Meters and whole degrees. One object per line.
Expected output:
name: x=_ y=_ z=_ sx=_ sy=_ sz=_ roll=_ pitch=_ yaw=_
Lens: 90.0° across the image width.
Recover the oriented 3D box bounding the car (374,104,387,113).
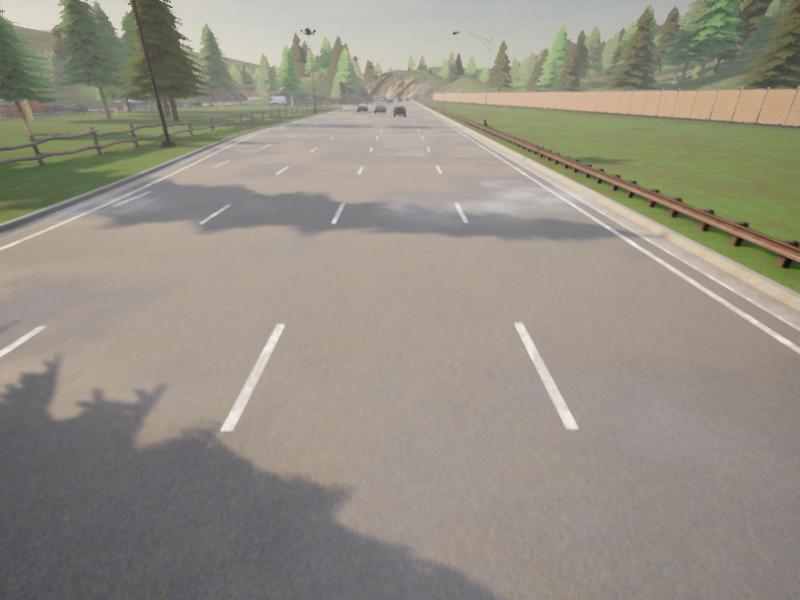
car: x=-3.525 y=-34.878 z=72.761 sx=1.994 sy=1.385 sz=4.181 roll=0 pitch=27 yaw=0

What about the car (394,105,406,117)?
car: x=-0.026 y=-29.185 z=61.572 sx=1.837 sy=1.490 sz=4.892 roll=0 pitch=27 yaw=0

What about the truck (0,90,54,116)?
truck: x=-64.544 y=-33.645 z=68.261 sx=2.891 sy=3.827 sz=8.468 roll=0 pitch=27 yaw=0

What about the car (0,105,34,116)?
car: x=-68.027 y=-33.626 z=70.851 sx=2.007 sy=1.525 sz=4.514 roll=0 pitch=27 yaw=0

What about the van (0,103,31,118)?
van: x=-61.055 y=-29.780 z=62.745 sx=1.775 sy=1.987 sz=4.442 roll=0 pitch=27 yaw=0

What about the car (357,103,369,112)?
car: x=-7.026 y=-36.409 z=75.701 sx=1.812 sy=1.442 sz=4.674 roll=0 pitch=27 yaw=0
